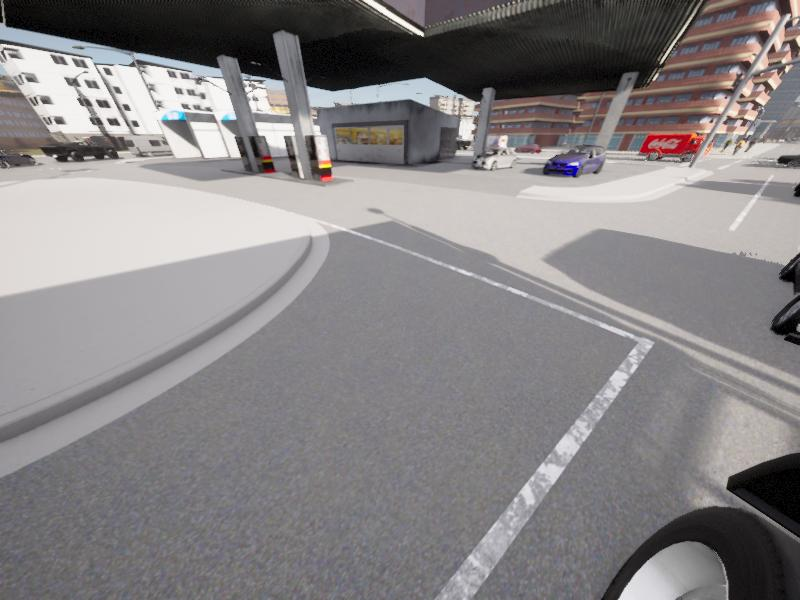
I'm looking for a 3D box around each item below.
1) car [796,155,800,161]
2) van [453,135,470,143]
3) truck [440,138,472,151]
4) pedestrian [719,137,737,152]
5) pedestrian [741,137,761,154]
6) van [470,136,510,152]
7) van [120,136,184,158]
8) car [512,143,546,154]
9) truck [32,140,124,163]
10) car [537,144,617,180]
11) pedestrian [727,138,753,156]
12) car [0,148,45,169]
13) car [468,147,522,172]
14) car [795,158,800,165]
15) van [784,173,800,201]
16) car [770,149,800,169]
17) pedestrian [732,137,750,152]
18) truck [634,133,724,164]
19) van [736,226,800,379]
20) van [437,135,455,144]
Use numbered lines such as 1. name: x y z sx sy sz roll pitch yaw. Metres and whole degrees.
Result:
1. car: 44.885 -15.967 24.631 4.605 1.855 1.932 -22 41 -28
2. van: 23.150 -60.409 86.603 6.366 2.431 2.351 -23 41 -27
3. truck: 11.616 -32.613 48.300 2.390 2.098 6.274 -23 41 -29
4. pedestrian: 50.539 -23.981 35.648 0.751 1.860 0.751 -22 40 -27
5. pedestrian: 49.387 -21.747 32.511 0.751 1.860 0.751 -28 43 -33
6. van: 16.470 -28.929 42.752 2.351 2.431 6.366 -23 41 -29
7. van: -36.924 -23.077 34.726 1.988 2.561 5.915 9 36 13
8. car: 21.044 -24.892 37.909 1.994 1.385 4.181 -22 41 -28
9. truck: -38.542 -18.154 28.132 2.390 2.098 6.274 0 35 0
10. car: 11.669 -9.243 15.296 4.611 1.667 2.242 -22 41 -28
11. pedestrian: 42.564 -19.221 28.974 0.751 1.860 0.751 5 36 7
12. car: -37.986 -13.708 22.312 1.845 1.501 3.633 -7 36 -10
13. car: 7.739 -11.551 18.880 3.806 1.475 1.970 -22 41 -28
14. car: 38.975 -13.554 21.247 4.605 1.855 1.932 -22 41 -28
15. van: 18.877 -5.403 9.683 4.480 2.038 2.069 -22 41 -28
16. car: 34.004 -11.143 18.366 1.895 1.301 4.718 -22 41 -28
17. pedestrian: 53.743 -24.545 36.452 0.751 1.860 0.751 -22 41 -28
18. truck: 28.786 -15.893 24.117 2.627 2.467 5.204 -24 42 -29
19. van: 6.679 -0.422 2.693 4.480 2.038 2.069 -22 41 -28
20. van: 16.384 -57.545 82.840 6.366 2.431 2.351 -23 41 -27
